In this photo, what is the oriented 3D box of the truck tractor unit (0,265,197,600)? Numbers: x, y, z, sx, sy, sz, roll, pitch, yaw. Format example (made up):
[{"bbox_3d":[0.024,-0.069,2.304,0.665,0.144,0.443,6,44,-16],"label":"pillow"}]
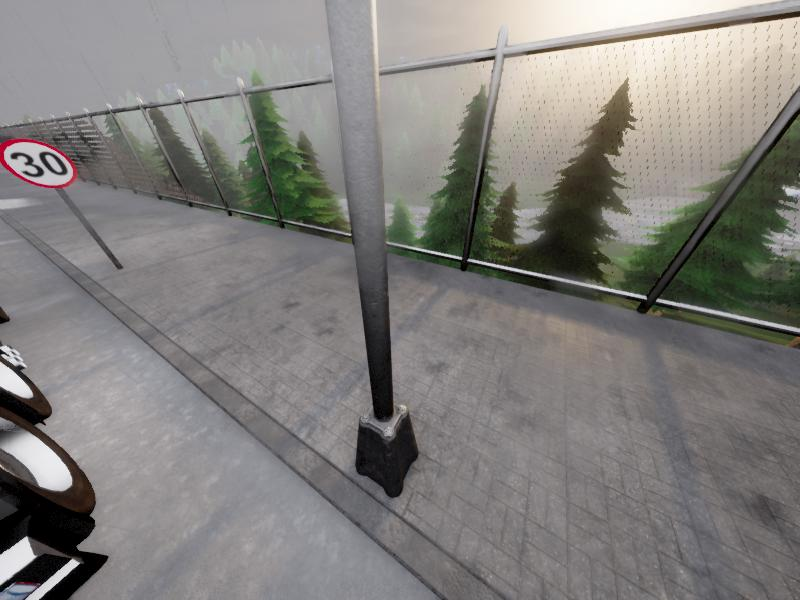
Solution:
[{"bbox_3d":[-5.112,-0.299,0.778,6.516,4.208,3.053,18,39,24],"label":"truck tractor unit"}]
